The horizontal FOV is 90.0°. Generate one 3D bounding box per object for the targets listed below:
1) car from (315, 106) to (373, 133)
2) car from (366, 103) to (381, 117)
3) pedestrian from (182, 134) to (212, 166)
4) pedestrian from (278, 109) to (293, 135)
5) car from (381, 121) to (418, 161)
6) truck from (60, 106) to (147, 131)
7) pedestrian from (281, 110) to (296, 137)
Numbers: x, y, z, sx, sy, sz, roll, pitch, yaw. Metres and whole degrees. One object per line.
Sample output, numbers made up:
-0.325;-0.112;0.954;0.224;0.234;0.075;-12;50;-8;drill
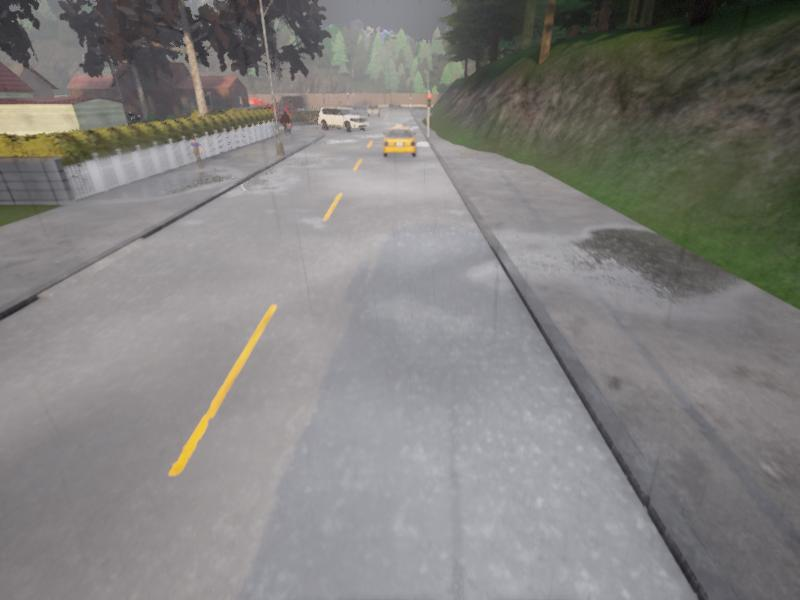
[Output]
-5.235;-16.702;36.923;5.566;2.045;2.150;23;34;37;car
-4.045;-29.119;61.245;1.932;1.855;4.605;0;27;0;car
-9.397;-6.954;18.543;0.751;1.300;0.751;0;27;0;pedestrian
-9.168;-14.225;32.051;0.751;1.860;0.751;-2;27;-3;pedestrian
-0.024;-9.068;22.524;1.801;1.575;5.366;0;27;0;car
-29.040;-17.880;39.418;6.274;2.098;2.390;0;27;0;truck
-8.524;-13.491;30.617;0.751;1.860;0.751;-2;27;-3;pedestrian
